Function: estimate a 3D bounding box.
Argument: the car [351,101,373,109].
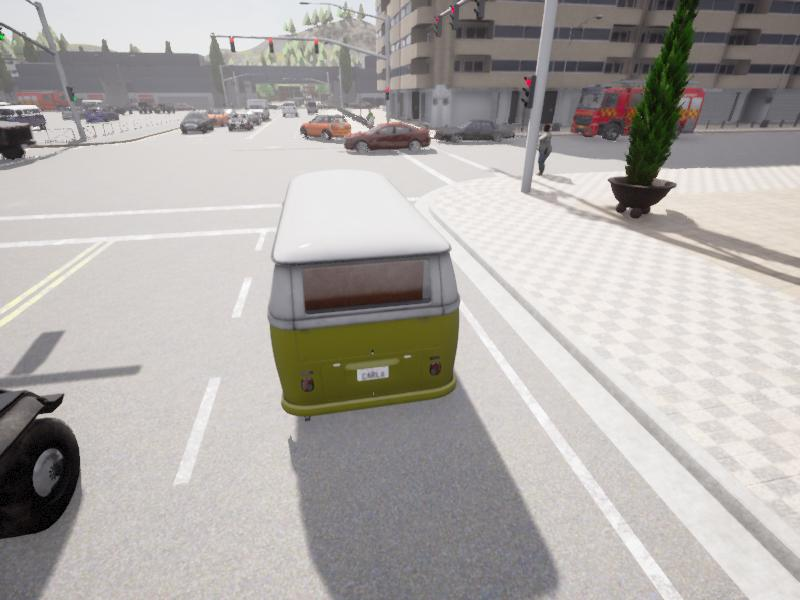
[{"bbox_3d":[-8.930,-45.368,93.158,4.856,1.649,2.033,-5,28,-10],"label":"car"}]

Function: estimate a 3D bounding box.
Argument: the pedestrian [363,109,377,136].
[{"bbox_3d":[-2.312,-13.721,30.904,0.751,1.860,0.751,-17,31,-29],"label":"pedestrian"}]

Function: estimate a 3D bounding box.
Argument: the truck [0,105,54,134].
[{"bbox_3d":[-32.343,-15.433,34.110,2.069,2.038,4.478,-5,28,-10],"label":"truck"}]

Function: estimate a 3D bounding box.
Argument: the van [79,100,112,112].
[{"bbox_3d":[-61.566,-39.229,80.862,4.480,2.038,2.069,-5,28,-9],"label":"van"}]

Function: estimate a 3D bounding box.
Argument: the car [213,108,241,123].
[{"bbox_3d":[-21.408,-22.944,49.701,2.163,1.488,4.792,-5,28,-10],"label":"car"}]

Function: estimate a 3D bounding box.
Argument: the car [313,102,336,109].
[{"bbox_3d":[-17.933,-46.410,95.320,5.008,1.535,1.882,6,28,12],"label":"car"}]

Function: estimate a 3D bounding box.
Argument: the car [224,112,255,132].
[{"bbox_3d":[-15.223,-17.035,38.190,1.970,1.475,3.806,-5,28,-10],"label":"car"}]

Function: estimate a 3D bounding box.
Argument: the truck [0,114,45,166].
[{"bbox_3d":[-21.562,-7.597,19.035,6.274,2.098,2.390,-5,28,-11],"label":"truck"}]

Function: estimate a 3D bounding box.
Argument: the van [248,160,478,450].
[{"bbox_3d":[-0.681,-0.527,5.471,1.775,1.987,4.442,-5,28,-10],"label":"van"}]

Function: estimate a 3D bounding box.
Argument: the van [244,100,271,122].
[{"bbox_3d":[-18.383,-24.597,51.879,2.351,2.431,6.366,-5,28,-10],"label":"van"}]

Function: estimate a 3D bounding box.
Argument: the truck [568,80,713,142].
[{"bbox_3d":[17.223,-13.788,29.127,8.468,3.827,2.891,-5,28,-10],"label":"truck"}]

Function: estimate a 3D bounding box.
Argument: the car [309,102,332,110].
[{"bbox_3d":[-18.160,-44.469,91.482,4.974,1.542,2.038,-5,28,-10],"label":"car"}]

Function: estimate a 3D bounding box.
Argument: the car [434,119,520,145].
[{"bbox_3d":[5.192,-11.619,27.585,5.357,1.411,2.033,-4,27,-8],"label":"car"}]

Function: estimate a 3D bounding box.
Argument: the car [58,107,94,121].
[{"bbox_3d":[-42.056,-24.253,52.034,1.970,1.475,3.806,-5,28,-10],"label":"car"}]

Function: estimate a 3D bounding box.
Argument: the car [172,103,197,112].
[{"bbox_3d":[-43.407,-38.771,80.644,3.806,1.475,1.970,-5,28,-10],"label":"car"}]

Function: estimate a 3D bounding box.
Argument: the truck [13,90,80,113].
[{"bbox_3d":[-67.363,-37.945,76.403,8.468,3.827,2.891,-5,28,-9],"label":"truck"}]

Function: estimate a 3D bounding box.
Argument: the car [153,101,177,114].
[{"bbox_3d":[-39.950,-32.771,68.085,1.932,1.855,4.605,-5,28,-10],"label":"car"}]

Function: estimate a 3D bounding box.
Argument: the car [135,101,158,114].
[{"bbox_3d":[-42.800,-32.534,67.634,1.905,1.878,3.866,-5,28,-10],"label":"car"}]

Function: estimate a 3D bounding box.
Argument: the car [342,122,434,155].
[{"bbox_3d":[-0.736,-9.401,23.161,5.008,1.535,1.882,-6,28,-11],"label":"car"}]

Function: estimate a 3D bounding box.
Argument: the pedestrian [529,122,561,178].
[{"bbox_3d":[5.417,-5.648,15.063,0.751,1.860,0.751,4,27,7],"label":"pedestrian"}]

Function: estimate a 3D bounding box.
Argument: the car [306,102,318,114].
[{"bbox_3d":[-16.087,-35.318,73.357,1.905,1.878,3.866,-5,28,-10],"label":"car"}]

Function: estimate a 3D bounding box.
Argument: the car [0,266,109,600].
[{"bbox_3d":[-3.360,1.530,1.575,1.905,1.878,3.866,-5,28,-10],"label":"car"}]

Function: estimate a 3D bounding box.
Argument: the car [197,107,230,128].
[{"bbox_3d":[-19.894,-19.660,42.962,2.097,1.767,4.553,-5,28,-10],"label":"car"}]

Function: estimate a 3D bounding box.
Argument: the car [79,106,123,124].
[{"bbox_3d":[-35.285,-21.937,47.357,2.242,1.667,4.611,-5,28,-10],"label":"car"}]

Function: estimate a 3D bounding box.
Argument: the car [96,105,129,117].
[{"bbox_3d":[-44.211,-29.198,61.651,2.033,1.415,5.357,-5,28,-10],"label":"car"}]

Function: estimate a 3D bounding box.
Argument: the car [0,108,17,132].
[{"bbox_3d":[-35.169,-15.058,33.593,1.932,1.855,4.605,-5,28,-10],"label":"car"}]

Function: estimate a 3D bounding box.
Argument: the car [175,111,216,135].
[{"bbox_3d":[-18.344,-16.080,36.175,2.033,1.649,4.856,-5,28,-10],"label":"car"}]

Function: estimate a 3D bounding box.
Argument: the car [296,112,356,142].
[{"bbox_3d":[-5.580,-13.019,29.989,2.097,1.767,4.553,-22,34,-37],"label":"car"}]

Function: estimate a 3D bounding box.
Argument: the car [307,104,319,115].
[{"bbox_3d":[-14.716,-32.083,67.387,1.845,1.501,3.633,-5,28,-10],"label":"car"}]

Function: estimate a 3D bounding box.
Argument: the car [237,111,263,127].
[{"bbox_3d":[-16.647,-20.206,44.484,1.994,1.385,4.181,-5,28,-10],"label":"car"}]

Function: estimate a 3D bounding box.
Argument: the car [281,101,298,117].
[{"bbox_3d":[-17.159,-29.761,62.355,2.150,2.045,5.566,-5,28,-10],"label":"car"}]

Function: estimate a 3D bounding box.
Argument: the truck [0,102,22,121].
[{"bbox_3d":[-50.564,-23.761,50.352,2.069,2.038,4.478,-5,28,-10],"label":"truck"}]

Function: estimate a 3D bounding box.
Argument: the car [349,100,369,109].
[{"bbox_3d":[-9.862,-47.015,96.115,4.605,1.855,1.932,-5,28,-10],"label":"car"}]
